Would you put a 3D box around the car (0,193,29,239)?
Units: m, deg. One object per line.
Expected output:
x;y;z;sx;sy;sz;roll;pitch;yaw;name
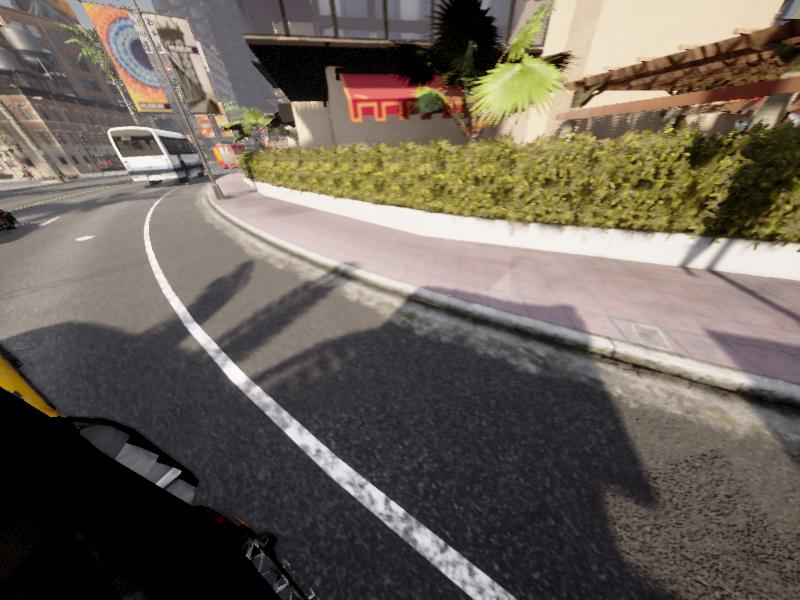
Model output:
-15.348;-2.563;7.646;1.994;1.385;4.181;-27;41;-31;car

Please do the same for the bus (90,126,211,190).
-23.341;-14.211;23.010;3.944;4.253;10.273;-16;36;-18;bus

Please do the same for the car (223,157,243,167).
-35.185;-29.200;48.812;1.994;1.385;4.181;-10;35;-11;car

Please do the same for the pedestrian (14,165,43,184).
-44.733;-15.151;27.861;0.751;1.860;0.751;-13;35;-14;pedestrian

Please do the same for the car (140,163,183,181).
-28.403;-15.429;27.697;1.970;1.475;3.806;-13;35;-14;car

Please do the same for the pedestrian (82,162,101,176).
-47.963;-20.429;35.964;0.751;1.860;0.751;-10;34;-10;pedestrian

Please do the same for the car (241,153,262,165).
-32.088;-30.669;50.157;2.150;2.045;5.566;-10;35;-10;car

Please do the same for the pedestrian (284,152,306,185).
-7.246;-9.091;15.994;0.751;1.860;0.751;-24;39;-28;pedestrian

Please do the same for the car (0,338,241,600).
-3.853;0.965;1.341;5.366;1.575;1.801;13;37;21;car

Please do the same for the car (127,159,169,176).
-38.265;-20.232;35.239;1.932;1.855;4.605;-10;34;-11;car

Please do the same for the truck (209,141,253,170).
-29.440;-25.664;40.900;2.891;3.827;8.468;-10;34;-11;truck

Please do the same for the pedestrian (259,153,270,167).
-20.753;-21.404;35.351;0.751;1.860;0.751;-10;35;-11;pedestrian
